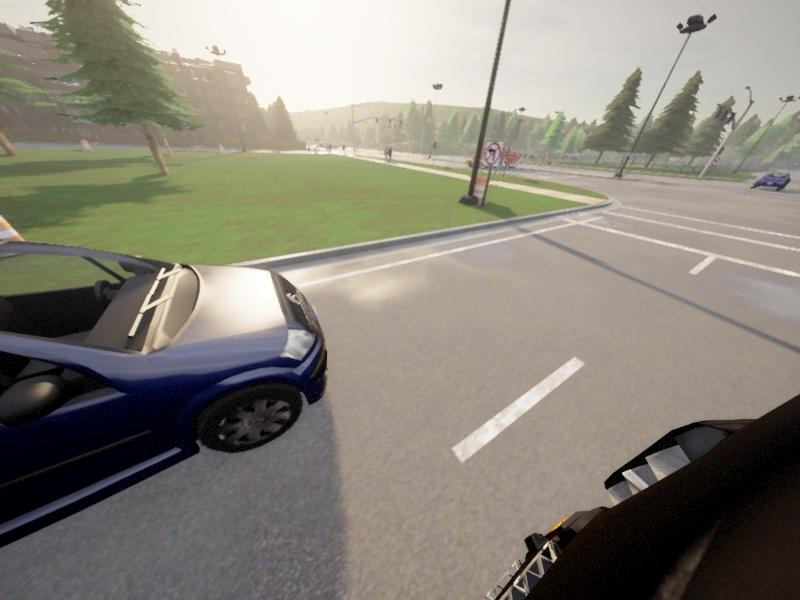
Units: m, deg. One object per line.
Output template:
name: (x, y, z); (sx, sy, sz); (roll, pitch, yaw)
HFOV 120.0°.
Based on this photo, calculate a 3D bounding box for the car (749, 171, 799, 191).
car: (36.679, -11.707, 22.642); (4.193, 1.474, 1.816); (-17, 39, -27)

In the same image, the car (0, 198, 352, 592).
car: (-2.620, 0.489, 1.539); (3.988, 1.617, 1.851); (-17, 39, -27)

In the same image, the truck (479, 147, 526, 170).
truck: (14.380, -20.270, 32.922); (2.627, 2.467, 5.204); (-17, 39, -27)

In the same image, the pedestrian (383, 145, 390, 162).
pedestrian: (-1.849, -19.907, 31.452); (0.751, 1.860, 0.751); (-13, 37, -23)

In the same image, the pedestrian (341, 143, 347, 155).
pedestrian: (-10.928, -29.312, 44.824); (0.751, 1.860, 0.751); (-14, 37, -24)

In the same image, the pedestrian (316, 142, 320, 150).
pedestrian: (-21.389, -40.071, 60.115); (0.751, 1.860, 0.751); (-10, 36, -19)

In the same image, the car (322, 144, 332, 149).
car: (-25.596, -53.880, 81.213); (1.895, 1.301, 4.718); (-18, 39, -27)

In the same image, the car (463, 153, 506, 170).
car: (11.378, -18.984, 31.588); (1.801, 1.575, 5.366); (-17, 39, -27)

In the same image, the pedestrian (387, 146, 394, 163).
pedestrian: (-1.266, -19.081, 30.262); (0.751, 1.860, 0.751); (-13, 37, -22)

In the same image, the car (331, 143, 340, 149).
car: (-23.481, -55.846, 83.788); (1.905, 1.878, 3.866); (-18, 39, -27)

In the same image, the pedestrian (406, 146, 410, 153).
pedestrian: (2.761, -50.959, 78.048); (0.751, 1.860, 0.751); (30, 43, 35)

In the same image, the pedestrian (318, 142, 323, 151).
pedestrian: (-20.137, -39.033, 58.657); (0.751, 1.860, 0.751); (-16, 38, -26)

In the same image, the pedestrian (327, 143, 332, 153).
pedestrian: (-16.059, -34.797, 52.908); (0.751, 1.860, 0.751); (-14, 37, -24)
